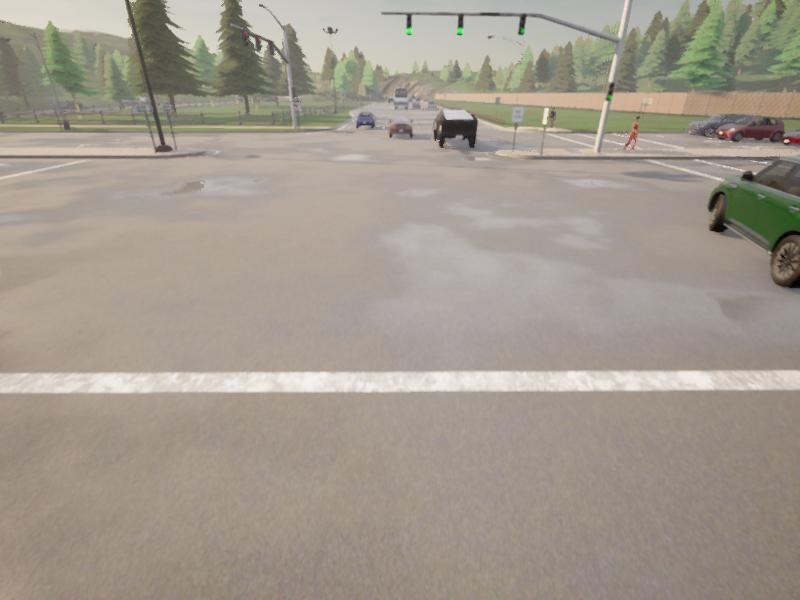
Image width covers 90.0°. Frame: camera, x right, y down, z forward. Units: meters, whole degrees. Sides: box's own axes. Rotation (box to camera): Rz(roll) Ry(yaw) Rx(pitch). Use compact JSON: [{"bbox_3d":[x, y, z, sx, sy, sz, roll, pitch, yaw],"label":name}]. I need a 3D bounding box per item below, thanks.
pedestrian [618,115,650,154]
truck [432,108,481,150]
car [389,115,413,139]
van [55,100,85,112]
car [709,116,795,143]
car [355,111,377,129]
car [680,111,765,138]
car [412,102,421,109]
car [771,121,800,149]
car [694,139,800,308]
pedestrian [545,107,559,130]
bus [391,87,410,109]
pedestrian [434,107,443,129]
[{"bbox_3d":[12.423,-8.801,21.269,0.751,1.860,0.751,-10,29,-18],"label":"pedestrian"},{"bbox_3d":[3.571,-11.511,26.648,2.390,2.098,6.274,0,27,0],"label":"truck"},{"bbox_3d":[0.077,-13.879,31.962,1.812,1.442,4.674,0,27,0],"label":"car"},{"bbox_3d":[-64.388,-37.951,78.067,1.775,1.987,4.442,0,27,0],"label":"van"},{"bbox_3d":[24.889,-12.146,28.429,3.988,1.617,1.851,0,27,1],"label":"car"},{"bbox_3d":[-3.387,-18.219,40.351,1.816,1.474,4.193,0,27,0],"label":"car"},{"bbox_3d":[25.260,-13.828,31.491,4.553,1.767,2.097,0,27,1],"label":"car"},{"bbox_3d":[3.789,-44.927,92.265,2.033,1.411,5.357,0,27,0],"label":"car"},{"bbox_3d":[27.070,-10.472,25.318,4.792,1.488,2.163,0,27,1],"label":"car"},{"bbox_3d":[8.101,-1.689,7.645,2.150,2.045,5.566,8,28,15],"label":"car"},{"bbox_3d":[13.387,-15.971,35.188,0.751,1.860,0.751,5,28,10],"label":"pedestrian"},{"bbox_3d":[0.164,-45.797,90.839,3.944,4.253,10.273,0,27,0],"label":"bus"},{"bbox_3d":[3.703,-17.538,38.563,0.751,1.860,0.751,0,27,0],"label":"pedestrian"}]
